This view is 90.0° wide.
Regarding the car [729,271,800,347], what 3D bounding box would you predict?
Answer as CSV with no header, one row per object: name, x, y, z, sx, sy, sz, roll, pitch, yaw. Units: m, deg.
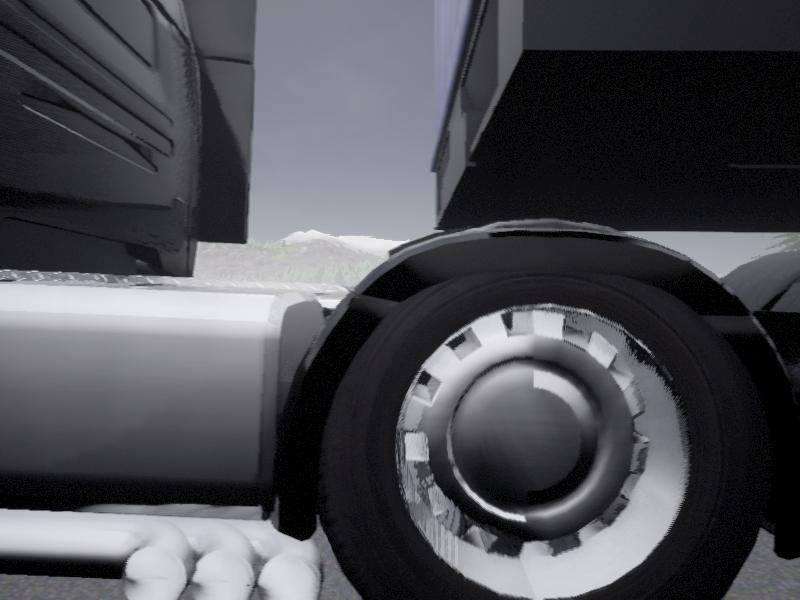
car,10.980,0.189,9.198,5.366,1.575,1.801,0,0,0

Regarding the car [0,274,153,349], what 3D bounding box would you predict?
car,-8.558,0.237,9.201,4.514,1.525,2.007,0,0,0

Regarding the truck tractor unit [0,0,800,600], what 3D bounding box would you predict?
truck tractor unit,-0.618,-1.127,2.212,6.516,4.208,3.053,0,0,0

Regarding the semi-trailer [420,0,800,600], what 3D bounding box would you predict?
semi-trailer,7.300,-1.229,2.197,14.254,4.402,2.717,0,0,0

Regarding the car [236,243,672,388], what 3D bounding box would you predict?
car,0.625,0.179,5.699,5.027,1.651,2.152,0,0,0
